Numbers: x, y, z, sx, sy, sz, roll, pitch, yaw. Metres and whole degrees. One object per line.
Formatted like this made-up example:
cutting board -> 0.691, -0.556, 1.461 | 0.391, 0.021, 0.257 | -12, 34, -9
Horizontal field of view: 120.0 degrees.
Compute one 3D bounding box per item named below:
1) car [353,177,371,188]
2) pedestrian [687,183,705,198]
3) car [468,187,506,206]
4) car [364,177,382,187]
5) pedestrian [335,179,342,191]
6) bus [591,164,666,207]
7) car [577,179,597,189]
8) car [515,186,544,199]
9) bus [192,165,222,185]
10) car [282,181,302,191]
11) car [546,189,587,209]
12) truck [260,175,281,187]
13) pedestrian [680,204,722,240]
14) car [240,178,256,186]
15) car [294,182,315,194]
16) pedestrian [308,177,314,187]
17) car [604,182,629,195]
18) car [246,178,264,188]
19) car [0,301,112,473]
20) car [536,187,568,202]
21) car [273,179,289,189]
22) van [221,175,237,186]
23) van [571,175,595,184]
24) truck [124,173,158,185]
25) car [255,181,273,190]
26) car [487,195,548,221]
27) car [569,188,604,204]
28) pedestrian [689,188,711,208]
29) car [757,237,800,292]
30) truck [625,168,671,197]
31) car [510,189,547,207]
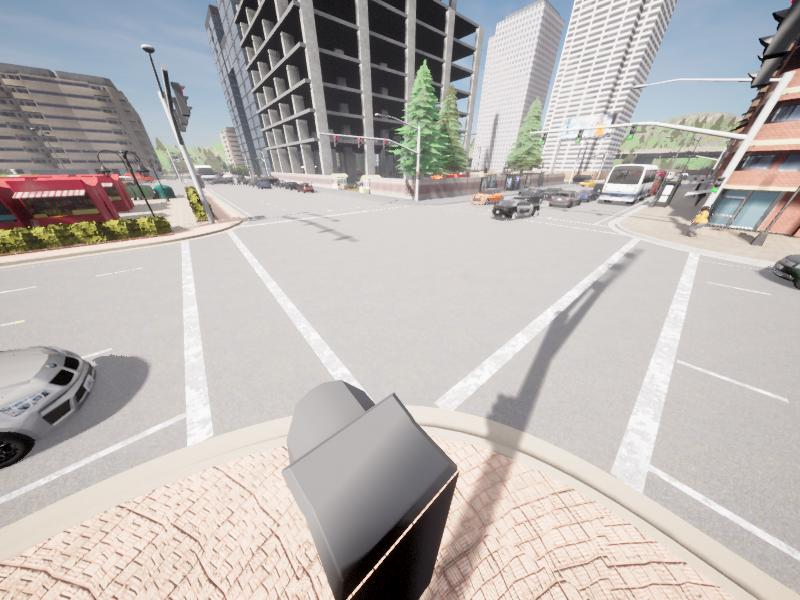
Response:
car -> -8.128, -24.929, 48.916 | 1.905, 1.878, 3.866 | -23, 37, -34
pedestrian -> 41.752, -15.482, 32.608 | 0.751, 1.860, 0.751 | 21, 36, 32
car -> 10.696, -12.768, 28.325 | 4.553, 1.767, 2.097 | -23, 37, -34
car -> -5.875, -25.875, 50.553 | 1.905, 1.878, 3.866 | -23, 37, -34
pedestrian -> -10.992, -20.685, 41.510 | 0.751, 1.860, 0.751 | 22, 37, 33
bus -> 29.081, -14.754, 29.310 | 10.273, 4.253, 3.944 | -23, 37, -34
car -> 40.363, -25.064, 49.881 | 5.008, 1.535, 1.882 | -23, 37, -34
car -> 19.621, -16.285, 34.916 | 4.718, 1.301, 1.895 | -23, 37, -34
bus -> -49.796, -32.252, 59.496 | 3.944, 4.253, 10.273 | -23, 37, -34
car -> -20.828, -22.030, 44.514 | 1.882, 1.535, 5.008 | -23, 37, -34
car -> 19.266, -11.744, 26.677 | 4.611, 1.667, 2.242 | -23, 37, -34
truck -> -30.214, -27.803, 53.953 | 2.390, 2.098, 6.274 | -23, 37, -34
pedestrian -> 17.783, -4.626, 13.694 | 0.751, 1.860, 0.751 | -19, 35, -30
car -> -37.360, -29.059, 56.700 | 2.007, 1.525, 4.514 | -23, 37, -34
car -> -16.556, -19.550, 40.149 | 1.851, 1.617, 3.988 | -23, 37, -34
pedestrian -> -19.486, -25.934, 50.604 | 0.751, 1.860, 0.751 | -23, 37, -34
car -> 37.290, -19.218, 39.750 | 5.366, 1.575, 1.801 | -23, 37, -34
car -> -32.368, -26.160, 51.584 | 2.152, 1.651, 5.027 | -23, 37, -34
car -> -7.865, 1.913, 3.023 | 4.611, 1.667, 2.242 | -23, 37, -33
car -> 21.150, -14.728, 32.022 | 4.892, 1.490, 1.837 | -23, 37, -34
car -> -25.198, -24.615, 48.975 | 1.789, 1.549, 3.705 | -23, 37, -34
van -> -41.984, -29.299, 56.607 | 2.069, 2.038, 4.480 | -23, 37, -34
van -> 51.018, -33.734, 64.447 | 1.775, 1.987, 4.442 | -22, 37, -34
truck -> -68.429, -32.158, 61.232 | 5.204, 2.467, 2.627 | -23, 37, -34
car -> -27.697, -23.301, 46.885 | 1.994, 1.385, 4.181 | -23, 37, -34
car -> 10.544, -8.331, 20.767 | 5.238, 1.638, 1.930 | -16, 34, -26
car -> 24.825, -13.937, 30.752 | 5.357, 1.411, 2.033 | -23, 37, -34
pedestrian -> 32.081, -10.908, 24.686 | 0.751, 1.860, 0.751 | -23, 37, -34
car -> 16.218, -0.903, 7.905 | 3.705, 1.549, 1.789 | 21, 36, 32
truck -> 40.038, -19.074, 37.211 | 8.468, 3.827, 2.891 | -23, 37, -34
car -> 15.622, -12.414, 28.014 | 4.892, 1.490, 1.837 | -23, 37, -34
